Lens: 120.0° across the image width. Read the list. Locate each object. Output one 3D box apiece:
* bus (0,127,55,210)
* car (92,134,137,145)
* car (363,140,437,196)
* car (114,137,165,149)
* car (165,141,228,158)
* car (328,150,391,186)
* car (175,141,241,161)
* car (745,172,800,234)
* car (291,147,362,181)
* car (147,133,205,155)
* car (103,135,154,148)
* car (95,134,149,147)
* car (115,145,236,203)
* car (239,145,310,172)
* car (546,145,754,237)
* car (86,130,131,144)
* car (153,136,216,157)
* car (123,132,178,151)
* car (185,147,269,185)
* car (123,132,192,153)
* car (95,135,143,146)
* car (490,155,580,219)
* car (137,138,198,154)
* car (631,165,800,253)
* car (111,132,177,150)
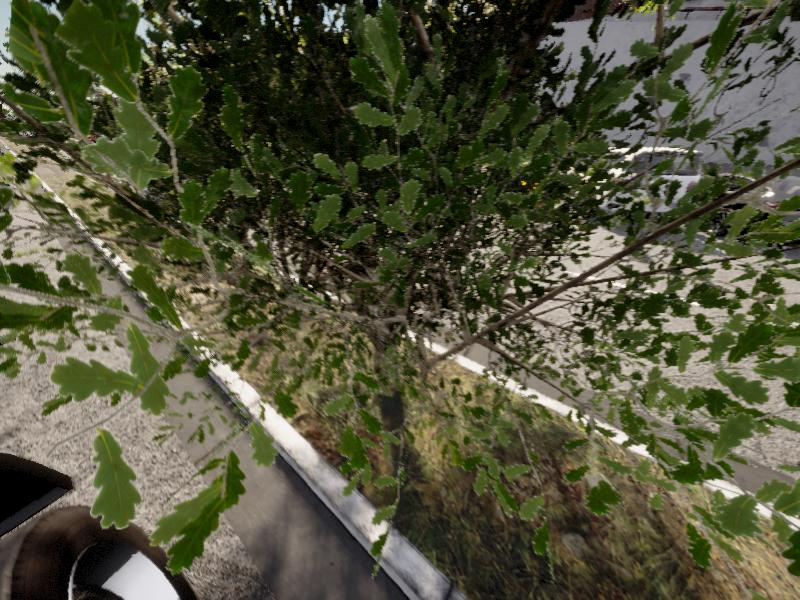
[{"bbox_3d":[-18.139,-6.216,8.538,10.273,4.253,3.944,24,42,29],"label":"bus"},{"bbox_3d":[-51.146,-28.843,41.536,2.002,1.452,4.674,10,36,11],"label":"car"},{"bbox_3d":[0.271,-7.345,12.482,2.435,2.045,5.566,10,36,11],"label":"car"},{"bbox_3d":[-38.934,-23.628,34.720,2.002,1.452,4.674,10,36,12],"label":"car"},{"bbox_3d":[-21.847,-16.424,25.114,2.002,1.452,4.674,10,36,12],"label":"car"},{"bbox_3d":[-2.188,-8.156,14.062,2.002,1.452,4.674,10,36,11],"label":"car"},{"bbox_3d":[-19.390,-15.383,23.705,2.163,1.488,4.792,10,36,11],"label":"car"},{"bbox_3d":[12.562,-2.046,5.693,2.002,1.452,4.674,10,36,12],"label":"car"},{"bbox_3d":[-4.605,-9.322,15.568,1.946,1.575,5.366,10,36,12],"label":"car"},{"bbox_3d":[-26.692,-18.764,27.802,1.878,1.987,4.442,10,36,12],"label":"car"},{"bbox_3d":[-43.821,-25.695,37.427,2.163,1.488,4.792,10,36,11],"label":"car"},{"bbox_3d":[-46.299,-26.679,38.647,1.946,1.575,5.366,10,36,11],"label":"car"},{"bbox_3d":[-10.024,-5.813,10.369,4.611,1.667,2.242,23,41,27],"label":"car"},{"bbox_3d":[-9.566,-11.244,18.181,2.163,1.488,4.792,10,36,11],"label":"car"},{"bbox_3d":[7.649,-4.322,8.349,2.435,2.045,5.566,9,36,12],"label":"car"},{"bbox_3d":[-53.596,-30.047,42.645,1.878,1.987,4.442,11,36,11],"label":"car"},{"bbox_3d":[-24.290,-17.573,26.370,2.185,1.767,4.553,10,36,12],"label":"car"},{"bbox_3d":[-34.067,-21.719,31.733,1.878,1.987,4.442,10,36,11],"label":"car"},{"bbox_3d":[-10.125,-7.915,13.469,4.892,1.490,1.837,22,41,28],"label":"car"},{"bbox_3d":[-31.602,-20.760,30.416,2.435,2.045,5.566,10,36,11],"label":"car"},{"bbox_3d":[-48.696,-27.818,40.201,2.163,1.488,4.792,10,36,11],"label":"car"},{"bbox_3d":[5.137,-5.018,9.718,1.946,1.575,5.366,10,36,12],"label":"car"},{"bbox_3d":[-29.168,-19.539,29.207,2.231,1.521,4.892,10,36,12],"label":"car"},{"bbox_3d":[10.100,-3.083,7.112,2.163,1.488,4.792,9,35,12],"label":"car"},{"bbox_3d":[-36.479,-22.851,33.209,2.435,2.045,5.566,10,36,12],"label":"car"}]
